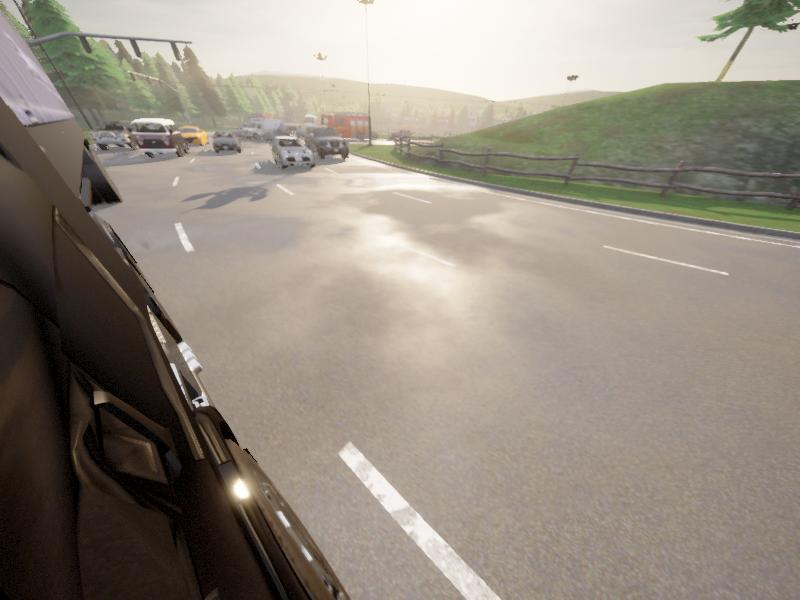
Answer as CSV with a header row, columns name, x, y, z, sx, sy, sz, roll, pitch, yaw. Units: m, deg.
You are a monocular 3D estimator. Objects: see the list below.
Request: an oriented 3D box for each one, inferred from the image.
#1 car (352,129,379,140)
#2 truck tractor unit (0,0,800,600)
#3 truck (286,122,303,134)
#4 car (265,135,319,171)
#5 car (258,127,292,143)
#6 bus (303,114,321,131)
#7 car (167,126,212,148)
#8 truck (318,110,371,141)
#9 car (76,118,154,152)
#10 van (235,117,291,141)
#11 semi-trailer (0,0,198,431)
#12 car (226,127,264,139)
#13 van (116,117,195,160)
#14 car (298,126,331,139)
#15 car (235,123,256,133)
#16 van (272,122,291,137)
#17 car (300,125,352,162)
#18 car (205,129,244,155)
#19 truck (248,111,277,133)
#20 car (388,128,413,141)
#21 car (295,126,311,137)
name,x,y,z,sx,sy,sz,roll,pitch,yaw
car,-6.611,-31.709,44.338,4.792,1.488,2.163,-5,37,-9
truck tractor unit,-2.645,-0.295,0.351,6.516,4.208,3.053,28,44,30
truck,-25.244,-41.322,55.562,2.390,2.098,6.274,-4,37,-9
car,-6.573,-8.929,13.938,1.970,1.475,3.806,-19,42,-26
car,-16.373,-21.789,30.485,1.845,1.501,3.633,12,38,13
bus,-29.782,-60.258,78.792,3.944,4.253,10.273,-4,36,-8
car,-20.136,-15.880,22.371,1.882,1.535,5.008,-13,39,-20
truck,-9.473,-30.078,40.038,8.468,3.827,2.891,-8,38,-14
car,-21.367,-12.633,17.685,1.932,1.855,4.605,-15,40,-21
van,-19.172,-24.200,32.790,2.351,2.431,6.366,17,39,19
semi-trailer,-8.488,-3.734,4.433,14.254,4.402,2.717,31,45,32
car,-22.561,-24.462,33.826,1.994,1.385,4.181,16,39,17
van,-15.732,-10.682,15.277,2.069,2.038,4.480,-16,40,-23
car,-15.326,-30.026,41.461,5.027,1.651,2.152,-18,41,-25
car,-35.385,-39.665,53.154,2.152,1.651,5.027,-4,37,-9
van,-21.789,-31.477,42.675,2.069,2.038,4.480,-7,38,-13
car,-5.923,-12.429,18.174,2.150,2.045,5.566,-18,41,-25
car,-14.053,-12.858,18.745,1.816,1.474,4.193,-15,40,-22
truck,-32.252,-42.043,54.674,2.891,3.827,8.468,-4,37,-8
car,0.088,-32.391,45.310,4.605,1.855,1.932,-4,37,-9
car,-18.978,-33.034,45.224,2.242,1.667,4.611,-7,38,-12
